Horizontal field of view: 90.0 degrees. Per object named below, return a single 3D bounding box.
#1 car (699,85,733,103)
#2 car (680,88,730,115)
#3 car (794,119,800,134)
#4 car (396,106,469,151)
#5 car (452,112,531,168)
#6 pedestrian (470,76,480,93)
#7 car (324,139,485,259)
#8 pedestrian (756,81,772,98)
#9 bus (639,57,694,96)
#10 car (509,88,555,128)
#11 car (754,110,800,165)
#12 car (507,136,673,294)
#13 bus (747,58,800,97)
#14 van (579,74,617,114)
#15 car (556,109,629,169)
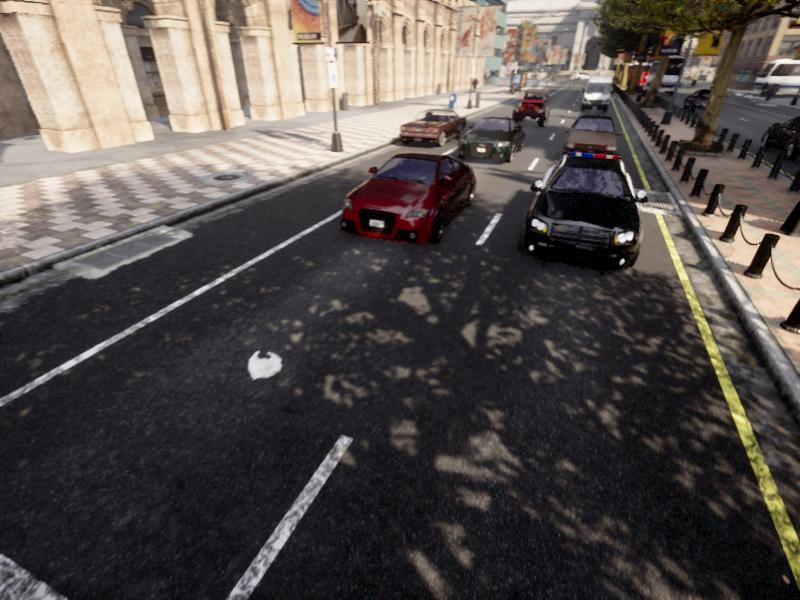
[{"bbox_3d":[33.267,-21.740,42.194,1.845,1.501,3.633,13,33,20],"label":"car"},{"bbox_3d":[24.666,-16.255,32.584,2.033,1.649,4.856,13,32,20],"label":"car"},{"bbox_3d":[22.045,-8.708,19.734,2.038,1.542,4.974,13,33,20],"label":"car"},{"bbox_3d":[1.615,-8.092,18.593,1.895,1.301,4.718,13,32,20],"label":"car"},{"bbox_3d":[3.667,-6.364,15.605,1.994,1.385,4.181,13,32,20],"label":"car"},{"bbox_3d":[9.361,-26.890,49.974,0.751,1.860,0.751,14,33,22],"label":"pedestrian"},{"bbox_3d":[0.356,-2.509,8.962,1.994,1.385,4.181,13,32,20],"label":"car"},{"bbox_3d":[43.663,-25.265,48.004,0.751,1.860,0.751,18,34,27],"label":"pedestrian"},{"bbox_3d":[35.364,-30.006,53.664,3.944,4.253,10.273,13,32,20],"label":"bus"},{"bbox_3d":[8.086,-11.736,24.349,1.905,1.878,3.866,13,32,20],"label":"car"},{"bbox_3d":[16.358,-6.535,15.961,1.837,1.490,4.892,13,32,20],"label":"car"},{"bbox_3d":[3.782,-2.119,8.184,2.038,1.542,4.974,13,32,20],"label":"car"},{"bbox_3d":[52.382,-28.601,51.512,10.273,4.253,3.944,12,32,19],"label":"bus"},{"bbox_3d":[15.996,-16.764,32.423,1.988,2.561,5.915,13,32,20],"label":"van"},{"bbox_3d":[7.747,-6.666,16.158,2.033,1.411,5.357,13,32,20],"label":"car"}]
